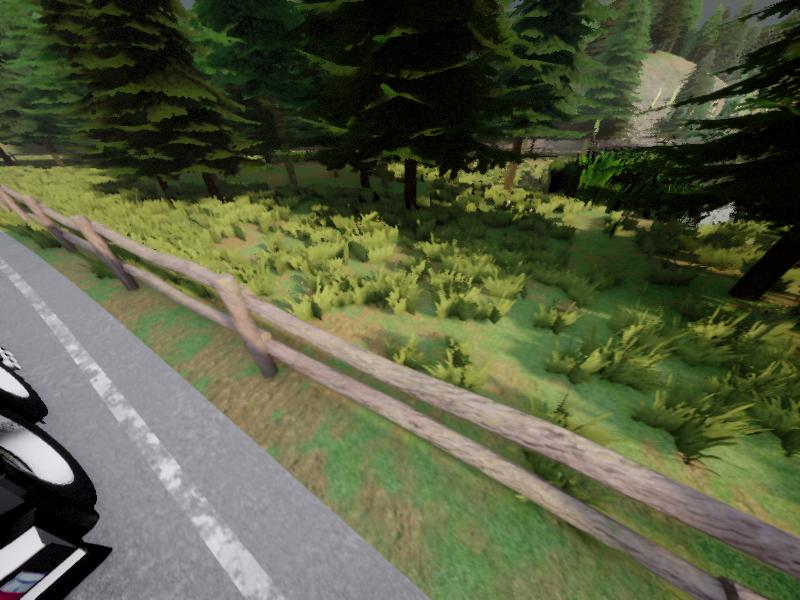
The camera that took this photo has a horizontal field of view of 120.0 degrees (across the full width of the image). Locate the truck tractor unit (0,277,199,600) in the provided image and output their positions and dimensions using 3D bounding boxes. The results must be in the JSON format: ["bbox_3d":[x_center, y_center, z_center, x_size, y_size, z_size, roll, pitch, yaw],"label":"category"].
[{"bbox_3d":[-5.134,-0.276,0.747,6.516,4.208,3.053,17,39,23],"label":"truck tractor unit"}]
